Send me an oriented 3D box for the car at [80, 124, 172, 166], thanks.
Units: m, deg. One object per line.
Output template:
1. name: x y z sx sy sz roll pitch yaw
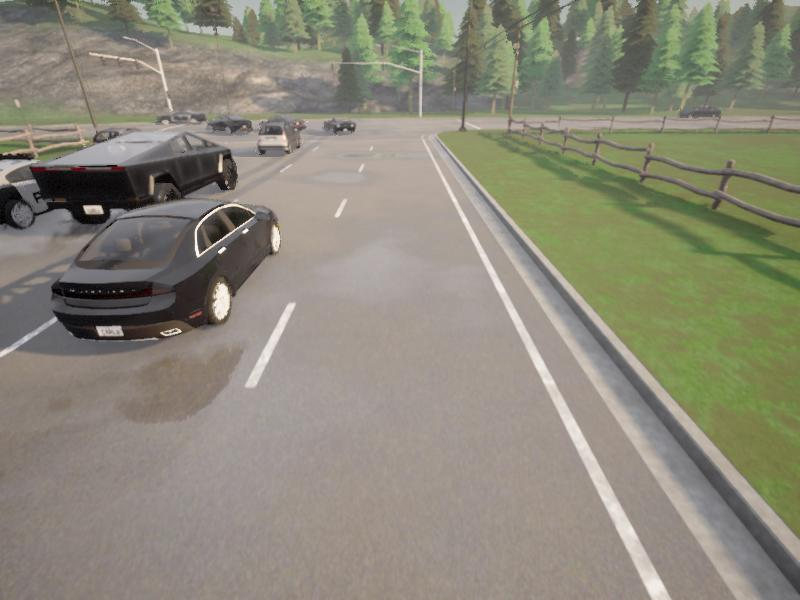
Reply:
1. car: -14.027 -8.128 20.807 1.851 1.617 3.988 0 27 0

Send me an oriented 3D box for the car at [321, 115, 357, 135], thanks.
1. car: -5.457 -15.481 35.302 1.895 1.301 4.718 -11 29 -20

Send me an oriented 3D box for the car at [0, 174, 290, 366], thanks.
1. car: -3.509 -0.953 6.867 1.837 1.490 4.892 0 27 0

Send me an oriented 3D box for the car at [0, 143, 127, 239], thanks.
1. car: -10.516 -3.279 11.313 1.930 1.638 5.238 0 27 0

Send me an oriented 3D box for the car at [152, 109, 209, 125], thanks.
1. car: -25.288 -21.186 46.258 5.238 1.638 1.930 -4 26 -7

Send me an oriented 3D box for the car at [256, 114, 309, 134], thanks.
1. car: -10.834 -16.225 36.709 5.357 1.411 2.033 23 35 38

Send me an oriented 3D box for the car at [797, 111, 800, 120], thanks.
1. car: 50.865 -22.250 47.525 4.902 1.511 2.128 0 27 1

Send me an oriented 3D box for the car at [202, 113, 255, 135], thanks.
1. car: -15.187 -15.578 35.355 5.008 1.535 1.882 20 32 34

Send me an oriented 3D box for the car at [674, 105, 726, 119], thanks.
1. car: 38.011 -23.869 50.773 4.892 1.490 1.837 0 27 1

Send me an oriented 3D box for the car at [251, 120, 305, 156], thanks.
1. car: -7.039 -9.586 23.545 1.851 1.617 3.988 0 27 0

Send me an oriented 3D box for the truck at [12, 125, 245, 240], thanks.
1. truck: -7.019 -3.785 11.747 2.390 2.098 6.274 0 27 0
